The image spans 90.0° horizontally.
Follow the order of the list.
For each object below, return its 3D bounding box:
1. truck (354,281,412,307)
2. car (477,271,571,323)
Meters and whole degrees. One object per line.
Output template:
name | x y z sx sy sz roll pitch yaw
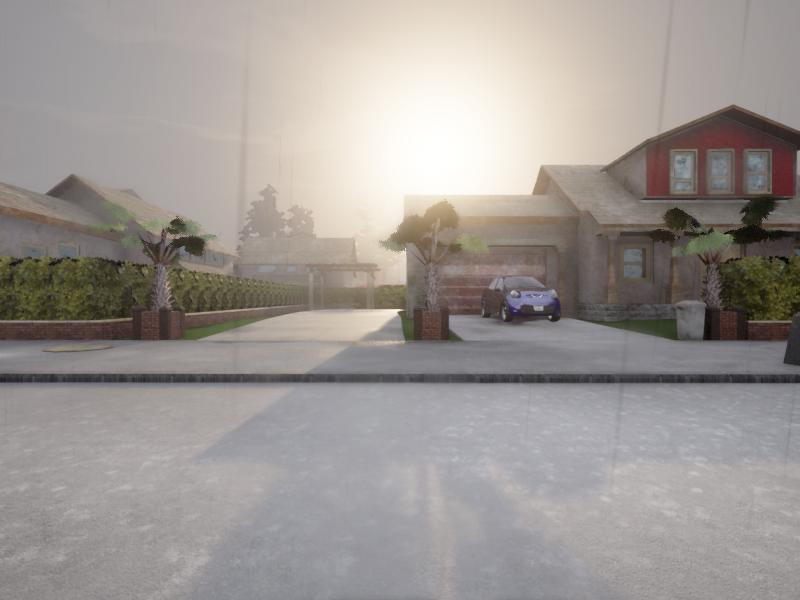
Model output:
truck | -2.477 -0.921 60.272 8.468 3.827 2.891 0 0 0
car | 3.891 -0.082 13.247 1.845 1.501 3.633 0 0 -3
